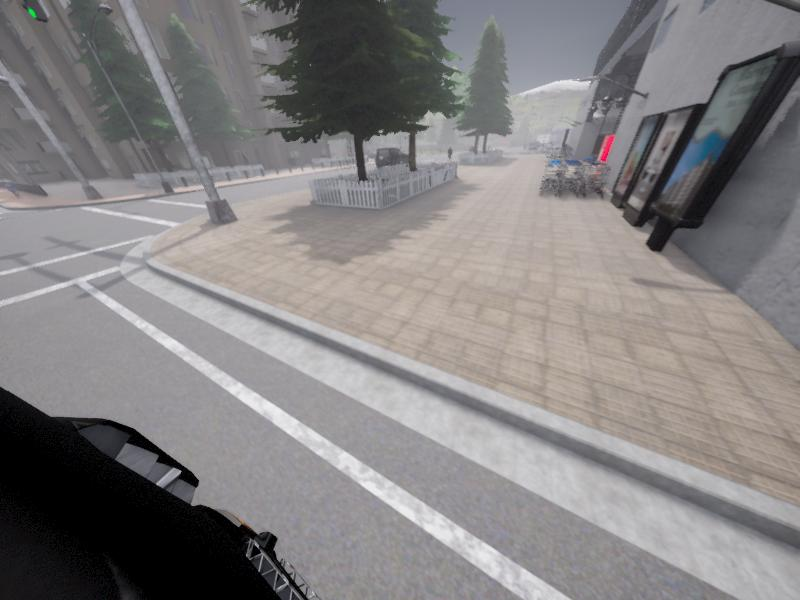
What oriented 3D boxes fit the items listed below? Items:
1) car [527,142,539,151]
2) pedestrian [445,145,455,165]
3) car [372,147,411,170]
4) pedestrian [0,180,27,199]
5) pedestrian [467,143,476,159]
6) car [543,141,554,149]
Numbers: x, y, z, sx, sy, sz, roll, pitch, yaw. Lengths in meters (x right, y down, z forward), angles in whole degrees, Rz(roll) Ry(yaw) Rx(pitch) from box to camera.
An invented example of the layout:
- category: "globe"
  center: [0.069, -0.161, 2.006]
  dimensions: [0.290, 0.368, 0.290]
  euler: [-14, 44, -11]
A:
- category: "car"
  center: [29.354, -33.808, 50.906]
  dimensions: [1.845, 1.501, 3.633]
  euler: [14, 37, 24]
- category: "pedestrian"
  center: [5.692, -16.524, 26.285]
  dimensions: [0.751, 1.860, 0.751]
  euler: [-6, 34, -5]
- category: "car"
  center: [-0.862, -16.912, 27.511]
  dimensions: [2.150, 2.045, 5.566]
  euler: [14, 37, 23]
- category: "pedestrian"
  center: [-26.757, -7.602, 15.943]
  dimensions: [0.500, 1.100, 0.500]
  euler: [14, 37, 23]
- category: "pedestrian"
  center: [10.325, -21.523, 33.440]
  dimensions: [0.751, 1.860, 0.751]
  euler: [16, 38, 26]
- category: "car"
  center: [35.411, -36.897, 55.115]
  dimensions: [1.970, 1.475, 3.806]
  euler: [14, 37, 24]
